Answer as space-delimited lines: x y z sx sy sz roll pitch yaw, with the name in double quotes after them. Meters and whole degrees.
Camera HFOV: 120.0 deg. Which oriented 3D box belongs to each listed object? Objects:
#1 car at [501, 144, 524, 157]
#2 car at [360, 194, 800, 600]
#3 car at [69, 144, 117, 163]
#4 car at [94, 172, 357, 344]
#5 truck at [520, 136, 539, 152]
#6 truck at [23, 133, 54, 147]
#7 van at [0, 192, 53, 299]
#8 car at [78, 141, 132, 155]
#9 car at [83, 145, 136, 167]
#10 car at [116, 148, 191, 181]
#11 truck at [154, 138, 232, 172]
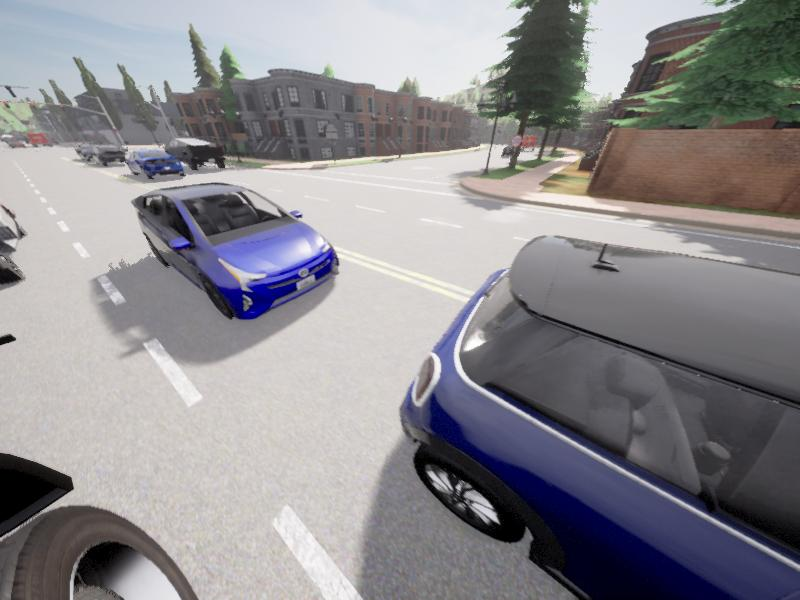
16.252 -21.608 33.334 1.816 1.474 4.193 22 41 28 "car"
2.296 0.888 1.113 4.553 1.767 2.097 22 41 28 "car"
-32.815 -15.733 24.686 5.357 1.411 2.033 22 41 28 "car"
-3.247 -1.265 4.343 4.514 1.525 2.007 22 41 28 "car"
26.753 -32.317 47.746 2.627 2.467 5.204 17 38 21 "truck"
-81.729 -36.136 52.208 5.204 2.467 2.627 22 41 28 "truck"
-9.649 -1.779 4.232 6.366 2.431 2.351 22 41 28 "van"
-43.881 -22.760 34.467 2.007 1.525 4.514 23 41 28 "car"
-26.561 -13.222 21.097 4.892 1.490 1.837 22 41 28 "car"
-16.324 -9.065 15.266 5.008 1.535 1.882 22 41 28 "car"
-16.998 -12.032 18.979 6.274 2.098 2.390 22 41 28 "truck"
